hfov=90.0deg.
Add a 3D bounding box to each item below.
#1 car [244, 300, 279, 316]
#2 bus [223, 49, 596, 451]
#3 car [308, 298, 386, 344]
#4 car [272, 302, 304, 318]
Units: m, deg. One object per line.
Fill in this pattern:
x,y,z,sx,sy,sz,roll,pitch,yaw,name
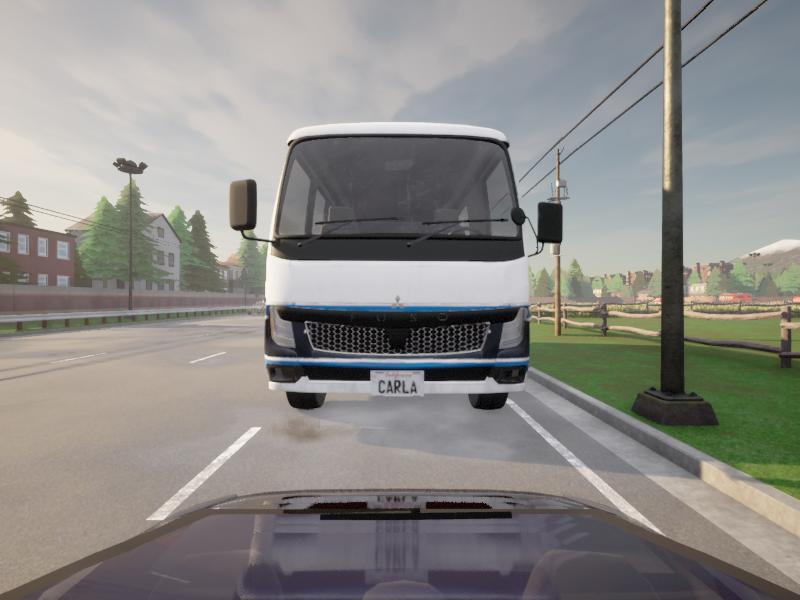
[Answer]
-14.240,0.802,41.570,1.801,1.575,5.366,0,0,0,car
0.070,-0.540,9.391,3.944,4.253,10.273,0,0,0,bus
-2.001,0.789,16.886,2.152,1.651,5.027,-1,-1,6,car
-10.722,0.907,38.597,1.994,1.385,4.181,0,0,0,car
